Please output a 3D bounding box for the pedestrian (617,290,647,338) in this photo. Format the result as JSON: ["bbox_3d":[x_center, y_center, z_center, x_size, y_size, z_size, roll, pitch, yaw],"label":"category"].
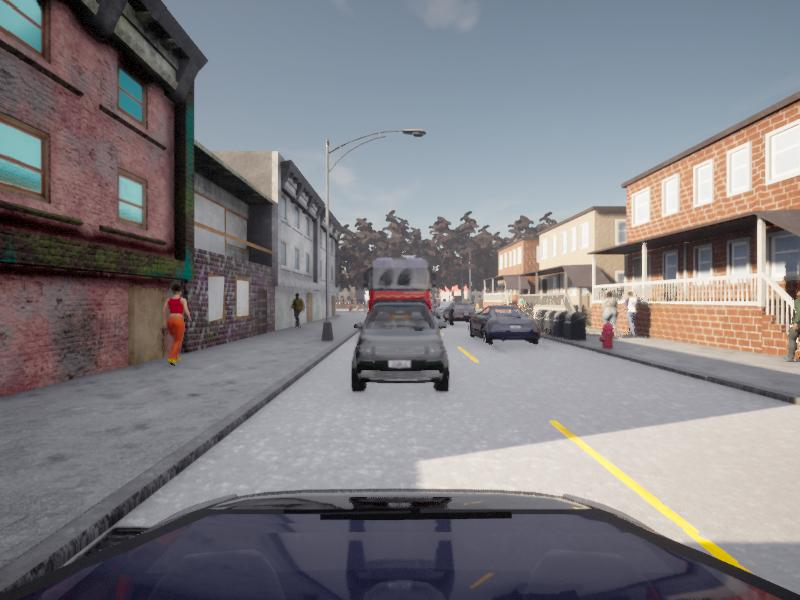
[{"bbox_3d":[9.231,0.533,15.924,0.751,1.860,0.751,0,0,0],"label":"pedestrian"}]

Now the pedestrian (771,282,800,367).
[{"bbox_3d":[9.182,0.533,9.135,0.751,1.860,0.751,0,0,4],"label":"pedestrian"}]

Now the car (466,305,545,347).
[{"bbox_3d":[3.990,0.908,15.866,1.994,1.385,4.181,0,0,0],"label":"car"}]

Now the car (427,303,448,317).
[{"bbox_3d":[3.709,0.944,40.026,1.895,1.301,4.718,0,0,3],"label":"car"}]

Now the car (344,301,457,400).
[{"bbox_3d":[0.000,0.813,8.196,1.789,1.549,3.705,0,0,0],"label":"car"}]

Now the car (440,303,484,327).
[{"bbox_3d":[3.970,0.894,26.453,2.033,1.411,5.357,0,0,0],"label":"car"}]

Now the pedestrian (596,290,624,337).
[{"bbox_3d":[8.500,0.533,16.212,0.751,1.860,0.751,0,0,2],"label":"pedestrian"}]

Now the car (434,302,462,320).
[{"bbox_3d":[3.915,0.870,33.546,1.812,1.442,4.674,0,0,0],"label":"car"}]

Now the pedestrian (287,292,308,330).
[{"bbox_3d":[-5.072,0.533,19.828,0.751,1.860,0.751,0,0,10],"label":"pedestrian"}]

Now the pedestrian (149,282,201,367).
[{"bbox_3d":[-5.129,0.533,9.160,0.751,1.860,0.751,0,0,3],"label":"pedestrian"}]

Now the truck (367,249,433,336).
[{"bbox_3d":[-0.032,-0.323,21.848,2.891,3.827,8.468,0,0,0],"label":"truck"}]

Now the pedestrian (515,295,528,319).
[{"bbox_3d":[9.316,0.533,30.745,0.751,1.860,0.751,0,0,1],"label":"pedestrian"}]

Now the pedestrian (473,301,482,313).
[{"bbox_3d":[9.101,0.805,46.982,0.751,1.300,0.751,0,0,-20],"label":"pedestrian"}]
